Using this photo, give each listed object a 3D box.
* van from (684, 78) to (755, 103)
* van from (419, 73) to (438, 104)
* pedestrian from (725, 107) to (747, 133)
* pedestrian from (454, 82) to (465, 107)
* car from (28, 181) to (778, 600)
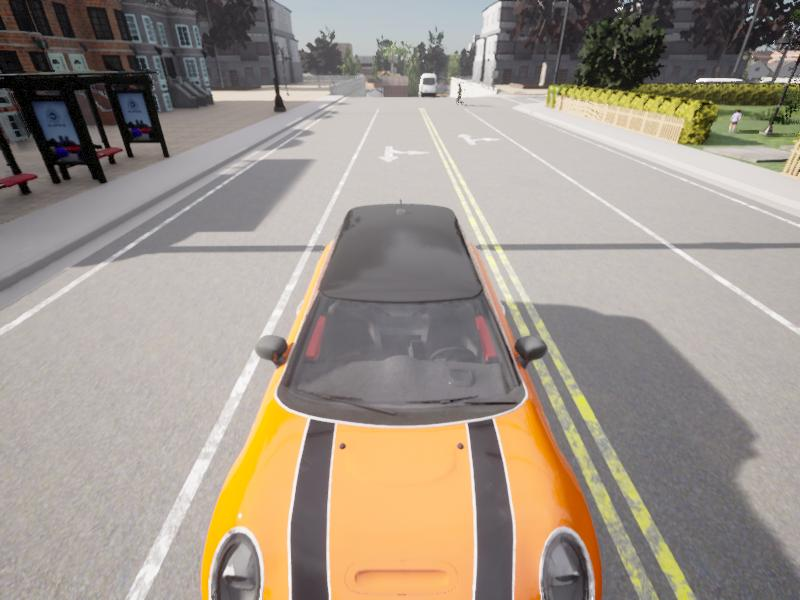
[{"bbox_3d":[30.336,-19.982,38.150,4.480,2.038,2.069,0,30,0],"label":"van"},{"bbox_3d":[3.533,-27.089,51.453,1.988,2.561,5.915,0,19,0],"label":"van"},{"bbox_3d":[16.508,-8.829,19.671,0.500,1.100,0.500,18,35,28],"label":"pedestrian"},{"bbox_3d":[5.076,-17.602,34.205,0.751,1.860,0.751,2,30,4],"label":"pedestrian"},{"bbox_3d":[0.009,0.406,3.529,2.097,1.767,4.553,0,30,0],"label":"car"}]
